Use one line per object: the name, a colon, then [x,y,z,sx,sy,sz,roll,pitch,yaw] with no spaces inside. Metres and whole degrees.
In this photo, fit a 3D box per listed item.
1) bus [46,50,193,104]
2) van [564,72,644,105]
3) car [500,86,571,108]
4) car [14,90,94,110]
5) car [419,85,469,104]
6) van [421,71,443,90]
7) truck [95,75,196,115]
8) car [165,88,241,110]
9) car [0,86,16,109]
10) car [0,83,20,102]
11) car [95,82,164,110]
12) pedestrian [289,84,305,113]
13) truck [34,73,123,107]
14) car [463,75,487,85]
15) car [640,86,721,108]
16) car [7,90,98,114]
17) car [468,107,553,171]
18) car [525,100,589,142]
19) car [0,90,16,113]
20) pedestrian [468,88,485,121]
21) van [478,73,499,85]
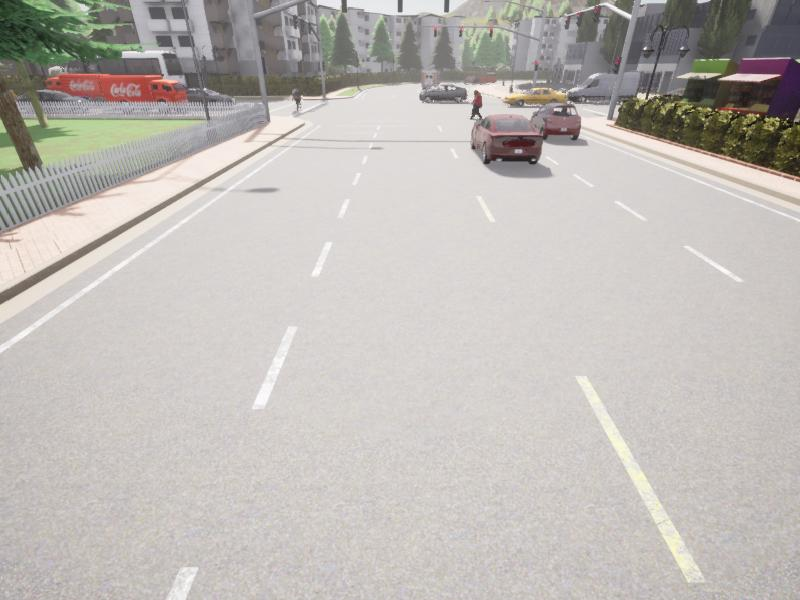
bus: [-26.338,-21.300,38.278,10.273,4.253,3.944,1,30,2]
van: [18.959,-19.833,37.470,5.915,2.561,1.988,2,31,3]
car: [11.533,-17.407,34.260,5.366,1.575,1.801,-4,31,-7]
car: [-28.534,-16.591,33.147,4.718,1.301,1.895,1,30,2]
car: [4.114,-19.634,38.131,4.514,1.525,2.007,1,30,2]
van: [4.944,-33.924,61.700,2.351,2.431,6.366,6,31,11]
truck: [-18.573,-15.153,29.520,5.204,2.467,2.627,1,30,2]
car: [-15.991,-16.458,32.707,4.902,1.511,2.128,1,30,2]
car: [-35.743,-16.862,33.287,5.027,1.651,2.152,1,30,2]
car: [-41.267,-20.474,39.515,5.366,1.575,1.801,1,30,2]
car: [-22.062,-16.730,32.795,3.866,1.878,1.905,1,30,2]
pedestrian: [-7.645,-14.990,29.797,0.751,1.860,0.751,3,30,4]
truck: [-28.642,-18.856,35.884,5.204,2.467,2.627,2,30,1]
car: [14.967,-43.966,79.986,2.152,1.651,5.027,24,38,35]
car: [24.052,-17.535,34.481,5.366,1.575,1.801,1,30,2]
car: [-25.925,-14.863,29.992,4.892,1.490,1.837,1,30,2]
car: [3.930,-6.271,15.234,1.882,1.535,5.008,0,30,0]
car: [7.585,-8.885,19.718,1.845,1.501,3.633,2,30,3]
car: [-32.482,-14.981,30.194,4.892,1.490,1.837,1,30,2]
pedestrian: [4.816,-12.307,25.202,0.751,1.860,0.751,0,30,0]
van: [17.194,-42.834,77.405,1.775,1.987,4.442,24,38,35]
